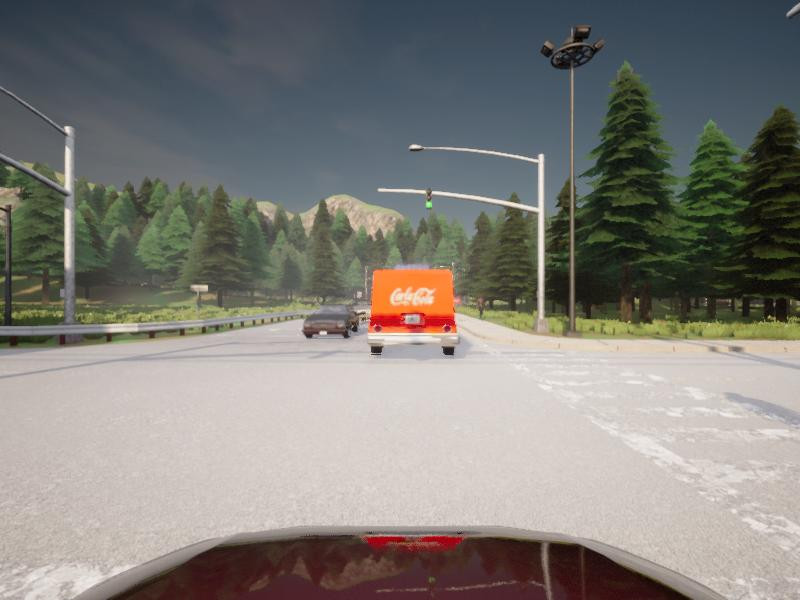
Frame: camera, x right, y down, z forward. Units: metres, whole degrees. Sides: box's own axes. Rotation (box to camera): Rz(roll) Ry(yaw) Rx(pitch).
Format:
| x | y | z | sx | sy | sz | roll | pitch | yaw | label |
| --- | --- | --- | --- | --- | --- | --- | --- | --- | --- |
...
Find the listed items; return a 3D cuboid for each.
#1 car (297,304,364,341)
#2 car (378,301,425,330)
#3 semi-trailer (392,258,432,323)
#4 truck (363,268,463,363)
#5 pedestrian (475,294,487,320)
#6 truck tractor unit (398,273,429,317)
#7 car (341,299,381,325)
| x | y | z | sx | sy | sz | roll | pitch | yaw | label |
| --- | --- | --- | --- | --- | --- | --- | --- | --- | --- |
| -2.936 | 0.895 | 18.159 | 2.033 | 1.411 | 5.357 | 0 | 0 | 1 | car |
| 0.216 | 0.836 | 24.121 | 2.128 | 1.511 | 4.902 | 0 | 0 | 9 | car |
| 1.099 | -0.619 | 34.089 | 2.717 | 4.402 | 14.254 | 0 | 0 | 2 | semi-trailer |
| 0.419 | 0.374 | 13.051 | 2.627 | 2.467 | 5.204 | 0 | 0 | 2 | truck |
| 5.783 | 0.484 | 28.634 | 0.751 | 1.860 | 0.751 | 0 | 0 | 2 | pedestrian |
| 1.427 | -0.524 | 41.997 | 3.053 | 4.208 | 6.516 | 0 | 0 | 2 | truck tractor unit |
| -2.605 | 0.756 | 27.991 | 2.242 | 1.667 | 4.611 | 0 | 0 | 2 | car |
